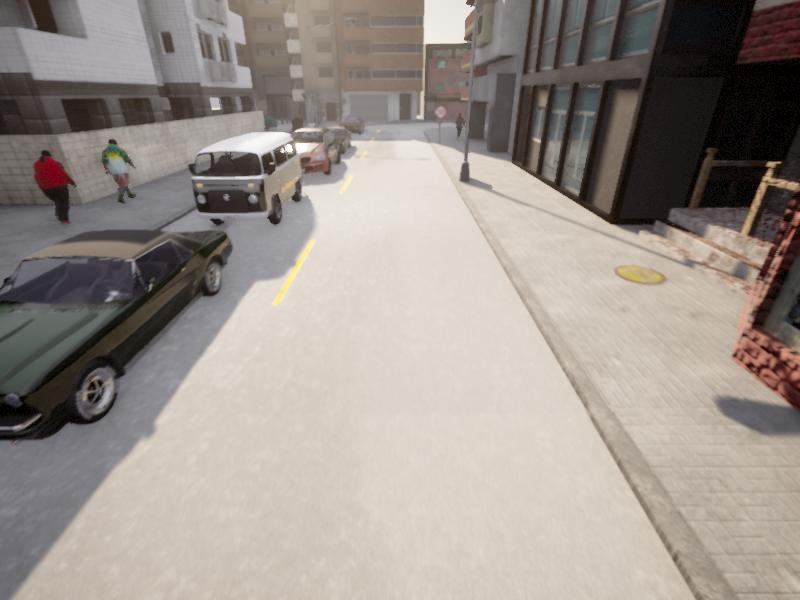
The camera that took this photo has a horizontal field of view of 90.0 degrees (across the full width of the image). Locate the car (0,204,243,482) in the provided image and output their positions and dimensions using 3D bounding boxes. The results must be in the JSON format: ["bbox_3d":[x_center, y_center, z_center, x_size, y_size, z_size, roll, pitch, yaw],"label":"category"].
[{"bbox_3d":[-3.989,-0.051,5.326,1.895,1.301,4.718,0,27,0],"label":"car"}]

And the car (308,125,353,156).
[{"bbox_3d":[-4.007,-9.591,23.850,1.895,1.301,4.718,0,27,0],"label":"car"}]

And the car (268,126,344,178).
[{"bbox_3d":[-3.975,-6.722,17.869,2.242,1.667,4.611,0,27,0],"label":"car"}]

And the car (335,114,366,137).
[{"bbox_3d":[-4.089,-14.840,33.935,2.033,1.411,5.357,0,27,0],"label":"car"}]

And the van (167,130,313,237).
[{"bbox_3d":[-3.989,-3.441,11.094,2.069,2.038,4.480,0,27,0],"label":"van"}]

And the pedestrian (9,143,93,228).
[{"bbox_3d":[-8.443,-2.791,9.777,0.751,1.860,0.751,-3,27,-5],"label":"pedestrian"}]

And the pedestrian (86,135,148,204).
[{"bbox_3d":[-8.369,-3.888,11.907,0.751,1.860,0.751,0,27,0],"label":"pedestrian"}]

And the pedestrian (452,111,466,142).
[{"bbox_3d":[4.001,-11.720,27.037,0.751,1.860,0.751,1,27,2],"label":"pedestrian"}]
